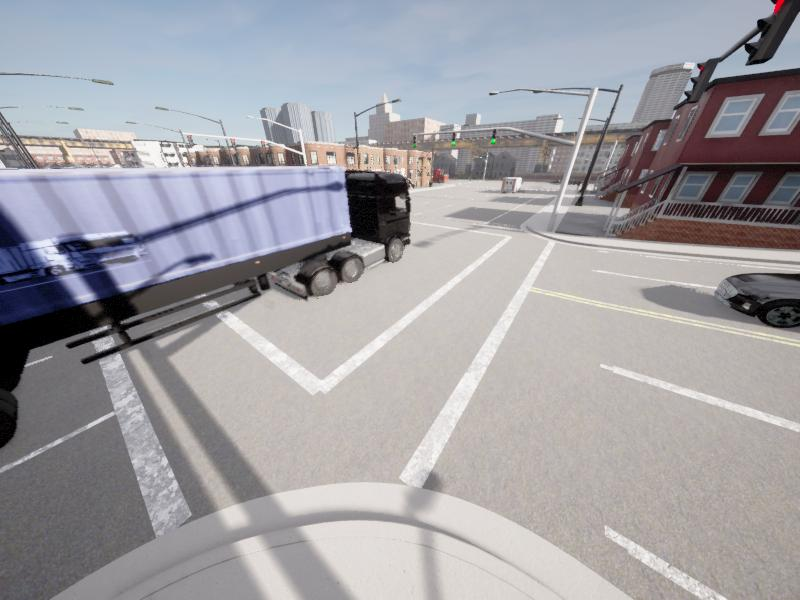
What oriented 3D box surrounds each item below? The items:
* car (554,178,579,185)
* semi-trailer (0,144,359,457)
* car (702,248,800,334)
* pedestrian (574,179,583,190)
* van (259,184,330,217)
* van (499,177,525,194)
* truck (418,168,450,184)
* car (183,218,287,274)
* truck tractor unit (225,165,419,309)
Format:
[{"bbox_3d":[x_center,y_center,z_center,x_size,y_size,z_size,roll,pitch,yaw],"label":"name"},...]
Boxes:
[{"bbox_3d":[43.779,-31.124,60.713,4.892,1.490,1.837,20,36,31],"label":"car"},{"bbox_3d":[-7.009,-0.187,4.206,2.717,4.402,14.254,20,36,31],"label":"semi-trailer"},{"bbox_3d":[12.056,0.004,5.797,4.856,1.649,2.033,15,33,33],"label":"car"},{"bbox_3d":[34.435,-22.203,44.543,0.751,1.860,0.751,20,35,30],"label":"pedestrian"},{"bbox_3d":[-10.522,-10.263,23.539,5.915,2.561,1.988,-18,36,-28],"label":"van"},{"bbox_3d":[20.517,-20.931,42.126,2.351,2.431,6.366,20,36,31],"label":"van"},{"bbox_3d":[9.725,-36.000,66.829,8.468,3.827,2.891,20,36,31],"label":"truck"},{"bbox_3d":[-7.938,-2.918,11.747,1.851,1.617,3.988,5,30,8],"label":"car"},{"bbox_3d":[-2.316,-3.287,9.774,3.053,4.208,6.516,20,36,31],"label":"truck tractor unit"}]
